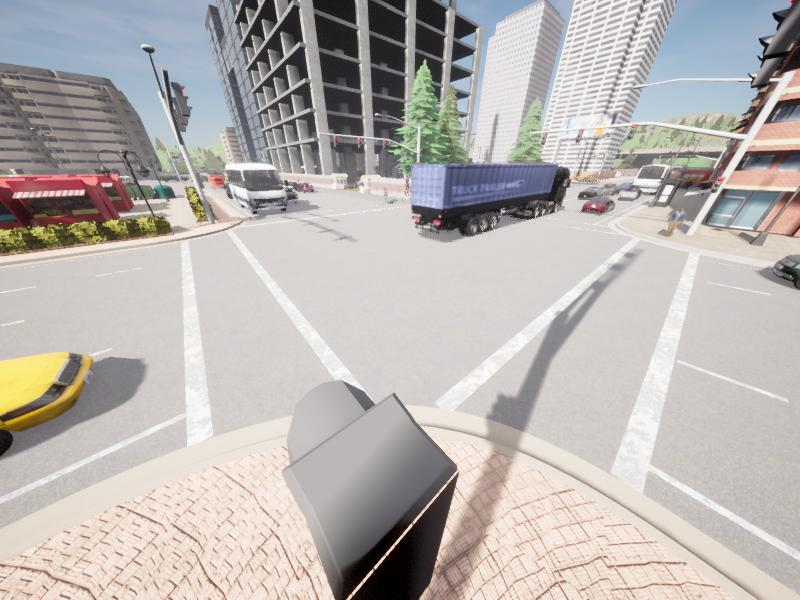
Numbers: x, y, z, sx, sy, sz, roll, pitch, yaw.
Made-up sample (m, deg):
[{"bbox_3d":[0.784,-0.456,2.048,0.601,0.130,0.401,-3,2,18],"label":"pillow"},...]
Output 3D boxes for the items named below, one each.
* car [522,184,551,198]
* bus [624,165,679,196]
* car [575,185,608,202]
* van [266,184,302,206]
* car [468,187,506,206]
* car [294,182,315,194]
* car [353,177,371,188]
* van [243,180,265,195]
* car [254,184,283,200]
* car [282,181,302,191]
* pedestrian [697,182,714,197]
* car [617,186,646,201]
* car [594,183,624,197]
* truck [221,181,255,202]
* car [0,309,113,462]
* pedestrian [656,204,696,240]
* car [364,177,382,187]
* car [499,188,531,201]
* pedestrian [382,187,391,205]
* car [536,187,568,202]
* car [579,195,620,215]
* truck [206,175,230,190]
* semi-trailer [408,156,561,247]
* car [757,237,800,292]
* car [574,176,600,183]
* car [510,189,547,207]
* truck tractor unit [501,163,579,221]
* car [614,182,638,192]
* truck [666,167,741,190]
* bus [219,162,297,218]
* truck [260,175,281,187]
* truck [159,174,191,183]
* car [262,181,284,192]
[{"bbox_3d":[21.384,-17.126,36.131,5.008,1.535,1.882,-23,37,-34],"label":"car"},{"bbox_3d":[42.719,-20.459,39.189,10.273,4.253,3.944,-23,37,-34],"label":"bus"},{"bbox_3d":[26.488,-14.750,31.911,5.238,1.638,1.930,-23,37,-34],"label":"car"},{"bbox_3d":[-14.139,-12.869,28.144,2.069,2.038,4.480,-26,39,-38],"label":"van"},{"bbox_3d":[10.696,-12.768,28.325,4.553,1.767,2.097,-23,37,-34],"label":"car"},{"bbox_3d":[-16.556,-19.550,40.149,1.851,1.617,3.988,-23,37,-34],"label":"car"},{"bbox_3d":[-8.128,-24.929,48.916,1.905,1.878,3.866,-23,37,-34],"label":"car"},{"bbox_3d":[-24.568,-19.022,38.859,1.775,1.987,4.442,-23,37,-34],"label":"van"},{"bbox_3d":[-18.829,-15.486,33.095,2.152,1.651,5.027,-23,37,-34],"label":"car"},{"bbox_3d":[-20.828,-22.030,44.514,1.882,1.535,5.008,-23,37,-34],"label":"car"},{"bbox_3d":[44.662,-16.163,33.787,0.751,1.860,0.751,-23,37,-34],"label":"pedestrian"},{"bbox_3d":[32.162,-14.818,32.064,3.988,1.617,1.851,-23,37,-34],"label":"car"},{"bbox_3d":[33.562,-17.714,37.020,4.611,1.667,2.242,-23,37,-34],"label":"car"},{"bbox_3d":[-22.688,-15.262,32.230,2.390,2.098,6.274,-23,37,-34],"label":"truck"},{"bbox_3d":[-8.178,2.036,2.900,5.366,1.575,1.801,-22,36,-33],"label":"car"},{"bbox_3d":[16.290,-4.612,13.670,0.751,1.860,0.751,-20,36,-31],"label":"pedestrian"},{"bbox_3d":[-5.875,-25.875,50.553,1.905,1.878,3.866,-23,37,-34],"label":"car"},{"bbox_3d":[16.067,-14.798,32.341,4.718,1.301,1.895,-23,37,-34],"label":"car"},{"bbox_3d":[-1.626,-12.389,27.444,0.751,1.860,0.751,-23,37,-34],"label":"pedestrian"},{"bbox_3d":[21.150,-14.728,32.022,4.892,1.490,1.837,-23,37,-34],"label":"car"},{"bbox_3d":[20.469,-9.826,23.656,4.181,1.385,1.994,-23,37,-34],"label":"car"},{"bbox_3d":[-36.379,-23.483,46.099,2.627,2.467,5.204,-23,37,-34],"label":"truck"},{"bbox_3d":[6.857,-7.753,16.978,14.254,4.402,2.717,-23,37,-34],"label":"semi-trailer"},{"bbox_3d":[16.218,-0.903,7.905,3.705,1.549,1.789,21,36,32],"label":"car"},{"bbox_3d":[53.491,-34.585,66.327,1.801,1.575,5.366,-17,34,-27],"label":"car"},{"bbox_3d":[15.622,-12.414,28.014,4.892,1.490,1.837,-23,37,-34],"label":"car"},{"bbox_3d":[12.932,-10.195,21.427,6.516,4.208,3.053,-23,37,-34],"label":"truck tractor unit"},{"bbox_3d":[43.212,-21.630,44.075,5.357,1.411,2.033,-23,37,-34],"label":"car"},{"bbox_3d":[61.359,-24.754,47.053,8.468,3.827,2.891,6,31,11],"label":"truck"},{"bbox_3d":[-14.921,-11.711,23.928,3.944,4.253,10.273,-23,37,-34],"label":"bus"},{"bbox_3d":[-30.214,-27.803,53.953,2.390,2.098,6.274,-23,37,-34],"label":"truck"},{"bbox_3d":[-65.540,-35.507,67.401,6.274,2.098,2.390,-23,37,-34],"label":"truck"},{"bbox_3d":[-23.532,-20.909,42.599,2.128,1.511,4.902,-23,37,-34],"label":"car"}]
